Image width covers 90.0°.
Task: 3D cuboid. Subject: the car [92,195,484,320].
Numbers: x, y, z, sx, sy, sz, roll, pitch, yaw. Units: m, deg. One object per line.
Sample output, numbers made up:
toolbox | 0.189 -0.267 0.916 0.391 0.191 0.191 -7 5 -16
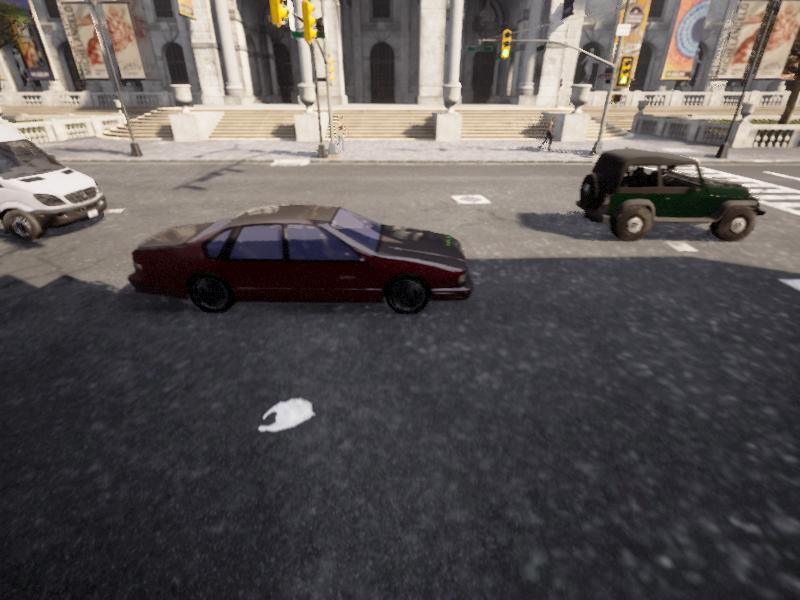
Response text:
car | -1.532 -0.803 6.671 5.357 1.411 2.033 0 27 1

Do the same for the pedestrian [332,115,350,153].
pedestrian | -3.226 -9.085 21.905 0.751 1.860 0.751 0 27 0

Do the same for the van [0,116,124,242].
van | -10.602 -2.962 9.615 5.915 2.561 1.988 0 27 1

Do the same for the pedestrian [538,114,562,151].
pedestrian | 8.470 -9.451 22.625 0.751 1.860 0.751 -4 27 -7

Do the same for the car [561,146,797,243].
car | 6.304 -2.578 9.588 3.866 1.878 1.905 0 27 1
